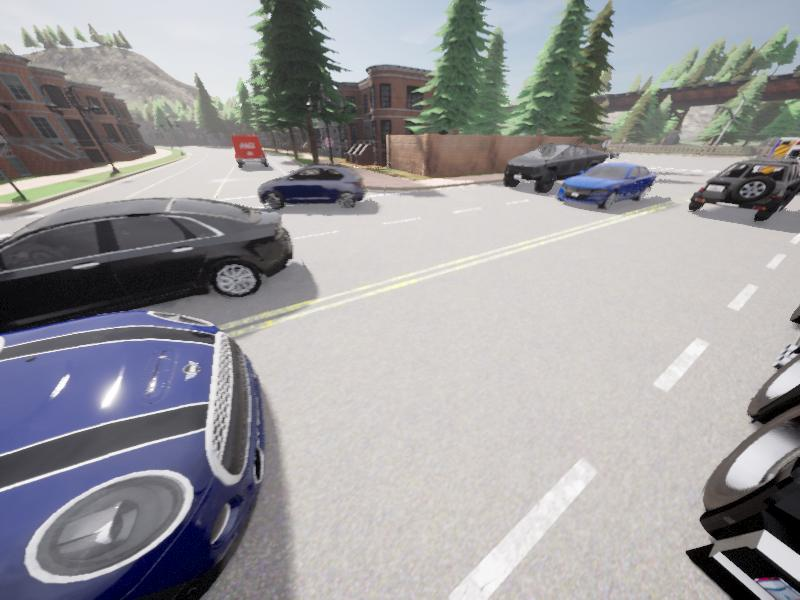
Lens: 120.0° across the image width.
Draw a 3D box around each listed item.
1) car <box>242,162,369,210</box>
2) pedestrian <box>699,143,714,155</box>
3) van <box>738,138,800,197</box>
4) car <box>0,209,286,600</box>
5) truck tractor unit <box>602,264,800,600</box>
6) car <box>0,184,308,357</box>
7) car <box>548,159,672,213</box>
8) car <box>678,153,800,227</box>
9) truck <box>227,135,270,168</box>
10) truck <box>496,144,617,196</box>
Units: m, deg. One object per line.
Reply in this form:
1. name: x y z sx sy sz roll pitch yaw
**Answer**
1. car: -3.493 -4.650 9.361 4.193 1.474 1.816 -1 35 -2
2. pedestrian: 55.057 -27.174 41.541 0.751 1.860 0.751 -19 39 -25
3. van: 22.517 -7.537 12.882 6.366 2.431 2.351 -18 39 -24
4. car: -3.240 1.111 0.808 4.553 1.767 2.097 -18 39 -24
5. truck tractor unit: 5.108 -0.305 0.779 6.516 4.208 3.053 -18 39 -24
6. car: -4.357 -0.711 3.681 4.892 1.490 1.837 -18 39 -24
7. car: 9.153 -5.129 10.096 5.008 1.535 1.882 -18 39 -24
8. car: 13.125 -4.256 8.573 4.605 1.855 1.932 -18 39 -24
9. truck: -14.788 -14.675 22.734 2.627 2.467 5.204 -17 38 -23
10. truck: 8.821 -7.559 13.094 6.274 2.098 2.390 -18 39 -24
